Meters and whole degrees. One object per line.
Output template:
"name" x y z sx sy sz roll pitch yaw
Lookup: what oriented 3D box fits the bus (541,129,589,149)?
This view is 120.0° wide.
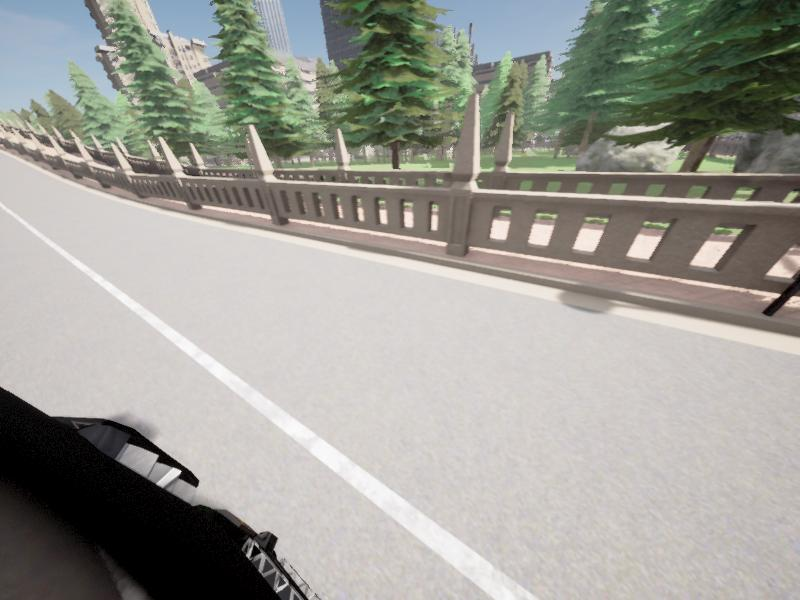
"bus" 47.773 -46.706 67.293 10.273 4.253 3.944 16 38 26
